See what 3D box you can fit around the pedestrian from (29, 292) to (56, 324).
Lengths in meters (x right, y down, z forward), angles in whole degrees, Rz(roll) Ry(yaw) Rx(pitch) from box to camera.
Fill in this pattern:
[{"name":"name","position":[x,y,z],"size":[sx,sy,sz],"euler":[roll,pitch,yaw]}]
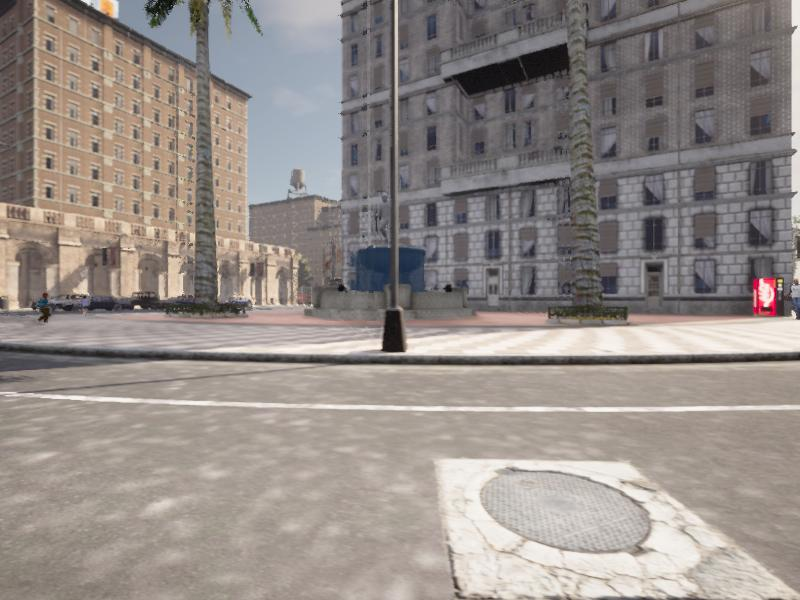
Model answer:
[{"name":"pedestrian","position":[-12.565,0.268,14.080],"size":[0.500,1.100,0.500],"euler":[0,0,0]}]

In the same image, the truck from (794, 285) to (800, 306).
[{"name":"truck","position":[72.009,-0.817,69.516],"size":[2.891,3.827,8.468],"euler":[0,0,29]}]

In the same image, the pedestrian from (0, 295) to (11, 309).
[{"name":"pedestrian","position":[-37.355,0.169,37.741],"size":[0.751,1.300,0.751],"euler":[0,0,28]}]

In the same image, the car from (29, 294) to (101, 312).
[{"name":"car","position":[-29.602,0.236,35.520],"size":[2.007,1.525,4.514],"euler":[0,0,31]}]

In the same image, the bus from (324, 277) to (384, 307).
[{"name":"bus","position":[-6.880,-1.090,62.077],"size":[3.944,4.253,10.273],"euler":[0,0,29]}]

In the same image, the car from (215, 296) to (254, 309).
[{"name":"car","position":[-19.285,0.277,46.692],"size":[1.970,1.475,3.806],"euler":[0,0,29]}]

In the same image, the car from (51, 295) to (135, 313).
[{"name":"car","position":[-26.189,0.304,34.380],"size":[2.033,1.411,5.357],"euler":[0,0,29]}]

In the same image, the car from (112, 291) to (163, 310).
[{"name":"car","position":[-26.638,0.060,40.738],"size":[1.905,1.878,3.866],"euler":[0,0,29]}]

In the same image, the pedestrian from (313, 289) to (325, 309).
[{"name":"pedestrian","position":[-7.443,-0.091,36.902],"size":[0.751,1.860,0.751],"euler":[0,0,25]}]

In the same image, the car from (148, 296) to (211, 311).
[{"name":"car","position":[-22.457,0.311,41.036],"size":[2.033,1.411,5.357],"euler":[0,0,29]}]

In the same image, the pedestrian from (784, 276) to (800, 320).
[{"name":"pedestrian","position":[17.386,-0.088,17.465],"size":[0.751,1.860,0.751],"euler":[0,0,-31]}]
